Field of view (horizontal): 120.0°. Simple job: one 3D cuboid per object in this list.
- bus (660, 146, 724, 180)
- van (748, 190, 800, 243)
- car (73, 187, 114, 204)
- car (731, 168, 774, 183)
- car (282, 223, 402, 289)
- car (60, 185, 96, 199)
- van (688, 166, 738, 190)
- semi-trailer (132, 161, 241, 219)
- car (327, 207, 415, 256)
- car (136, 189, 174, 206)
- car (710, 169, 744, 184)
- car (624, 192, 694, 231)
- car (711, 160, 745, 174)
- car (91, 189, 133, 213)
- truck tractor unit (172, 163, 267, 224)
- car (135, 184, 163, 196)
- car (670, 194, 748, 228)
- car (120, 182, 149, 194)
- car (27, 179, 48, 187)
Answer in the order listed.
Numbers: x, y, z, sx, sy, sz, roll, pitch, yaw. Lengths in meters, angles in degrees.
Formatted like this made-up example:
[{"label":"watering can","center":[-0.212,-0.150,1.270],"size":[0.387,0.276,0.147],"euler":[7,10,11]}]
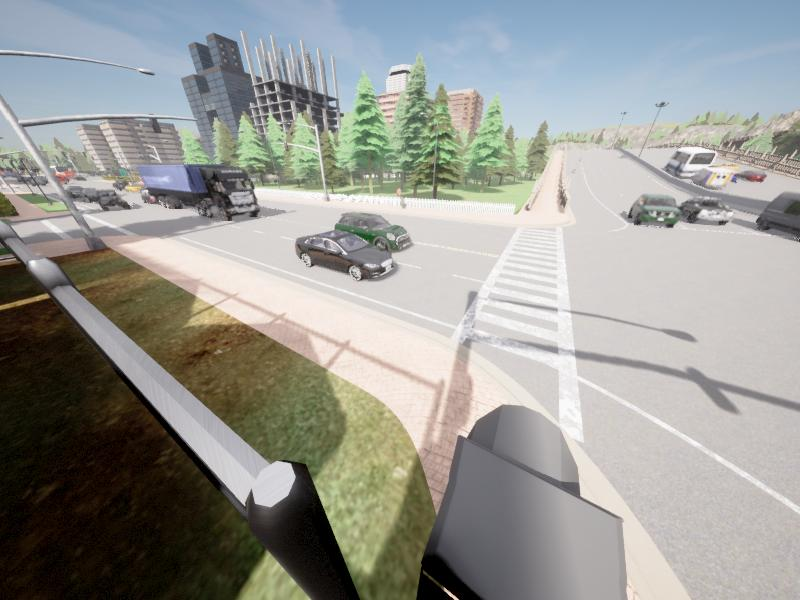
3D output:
[{"label":"bus","center":[54.896,-26.356,44.086],"size":[3.944,4.253,10.273],"euler":[16,41,26]},{"label":"van","center":[26.056,-5.166,14.411],"size":[1.988,2.561,5.915],"euler":[16,34,25]},{"label":"car","center":[-39.802,-13.641,29.992],"size":[5.238,1.638,1.930],"euler":[17,34,27]},{"label":"car","center":[58.885,-21.008,38.721],"size":[2.163,1.488,4.792],"euler":[16,41,26]},{"label":"car","center":[-2.551,-2.155,10.227],"size":[4.902,1.511,2.128],"euler":[17,34,27]},{"label":"car","center":[-47.663,-16.005,34.197],"size":[4.974,1.542,2.038],"euler":[17,34,27]},{"label":"van","center":[49.343,-19.457,36.713],"size":[2.351,2.431,6.366],"euler":[16,40,26]},{"label":"semi-trailer","center":[-22.165,-11.584,23.650],"size":[14.254,4.402,2.717],"euler":[18,35,28]},{"label":"car","center":[-1.649,-4.057,13.237],"size":[4.553,1.767,2.097],"euler":[17,34,27]},{"label":"car","center":[-30.230,-12.693,28.514],"size":[3.806,1.475,1.970],"euler":[17,34,27]},{"label":"car","center":[54.836,-20.788,38.842],"size":[1.816,1.474,4.193],"euler":[16,41,26]},{"label":"car","center":[20.387,-7.281,18.577],"size":[2.150,2.045,5.566],"euler":[18,34,28]},{"label":"car","center":[63.231,-25.737,44.655],"size":[1.801,1.575,5.366],"euler":[16,41,26]},{"label":"car","center":[-30.364,-10.522,24.339],"size":[3.866,1.878,1.905],"euler":[21,36,32]},{"label":"truck tractor unit","center":[-15.492,-9.374,20.013],"size":[6.516,4.208,3.053],"euler":[17,34,27]},{"label":"car","center":[-41.167,-18.094,37.870],"size":[4.193,1.474,1.816],"euler":[17,34,27]},{"label":"car","center":[24.928,-7.414,18.967],"size":[1.932,1.855,4.605],"euler":[16,33,25]},{"label":"car","center":[-47.118,-19.966,41.007],"size":[5.366,1.575,1.801],"euler":[17,34,27]},{"label":"car","center":[-83.747,-27.039,53.393],"size":[4.674,1.442,1.812],"euler":[17,34,27]}]
